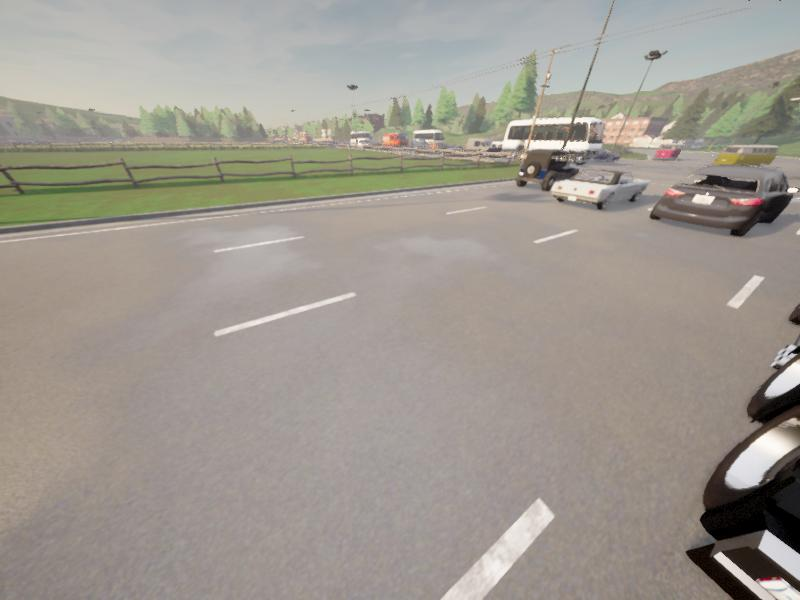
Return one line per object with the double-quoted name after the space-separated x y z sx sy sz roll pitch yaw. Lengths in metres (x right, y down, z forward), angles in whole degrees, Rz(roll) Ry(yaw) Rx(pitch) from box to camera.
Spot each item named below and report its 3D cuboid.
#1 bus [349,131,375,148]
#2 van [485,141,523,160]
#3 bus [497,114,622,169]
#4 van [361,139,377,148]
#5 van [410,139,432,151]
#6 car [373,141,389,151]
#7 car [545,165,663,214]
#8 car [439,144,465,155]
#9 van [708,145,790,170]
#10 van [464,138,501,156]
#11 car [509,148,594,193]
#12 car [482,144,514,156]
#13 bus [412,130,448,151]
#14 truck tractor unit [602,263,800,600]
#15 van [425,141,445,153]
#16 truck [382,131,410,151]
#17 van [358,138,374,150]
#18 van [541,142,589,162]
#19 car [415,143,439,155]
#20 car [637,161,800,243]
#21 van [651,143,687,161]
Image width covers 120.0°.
-11.947 -49.832 71.785 3.944 4.253 10.273 -19 39 -25 "bus"
15.385 -22.354 34.463 2.069 2.038 4.480 -19 40 -25 "van"
17.085 -17.985 26.272 3.944 4.253 10.273 -20 40 -26 "bus"
-10.175 -51.147 75.286 2.351 2.431 6.366 -19 39 -25 "van"
5.252 -40.148 59.613 2.351 2.431 6.366 -19 39 -25 "van"
-4.572 -37.662 56.445 1.932 1.855 4.605 -19 39 -25 "car"
8.882 -4.963 10.080 4.718 1.301 1.895 -18 39 -25 "car"
9.491 -27.826 42.764 1.837 1.490 4.892 -19 40 -25 "car"
34.487 -14.200 22.970 4.442 1.987 1.775 -1 35 -2 "van"
14.525 -27.306 41.142 1.988 2.561 5.915 -19 40 -25 "van"
8.479 -7.401 13.059 3.866 1.878 1.905 -18 39 -25 "car"
17.887 -27.598 42.399 2.152 1.651 5.027 -19 39 -25 "car"
7.684 -42.605 61.567 3.944 4.253 10.273 -19 39 -25 "bus"
5.111 -0.299 0.787 6.516 4.208 3.053 -18 39 -24 "truck tractor unit"
7.660 -33.715 50.786 1.775 1.987 4.442 -19 39 -25 "van"
-1.120 -39.044 56.751 2.891 3.827 8.468 -19 39 -25 "truck"
-9.364 -42.583 62.859 1.988 2.561 5.915 -19 39 -25 "van"
22.045 -19.995 31.140 2.069 2.038 4.480 -20 40 -26 "van"
4.977 -28.344 43.320 2.242 1.667 4.611 -19 39 -25 "car"
10.765 -3.433 7.570 4.611 1.667 2.242 -16 38 -22 "car"
38.868 -21.418 33.380 4.442 1.987 1.775 -21 41 -27 "van"
